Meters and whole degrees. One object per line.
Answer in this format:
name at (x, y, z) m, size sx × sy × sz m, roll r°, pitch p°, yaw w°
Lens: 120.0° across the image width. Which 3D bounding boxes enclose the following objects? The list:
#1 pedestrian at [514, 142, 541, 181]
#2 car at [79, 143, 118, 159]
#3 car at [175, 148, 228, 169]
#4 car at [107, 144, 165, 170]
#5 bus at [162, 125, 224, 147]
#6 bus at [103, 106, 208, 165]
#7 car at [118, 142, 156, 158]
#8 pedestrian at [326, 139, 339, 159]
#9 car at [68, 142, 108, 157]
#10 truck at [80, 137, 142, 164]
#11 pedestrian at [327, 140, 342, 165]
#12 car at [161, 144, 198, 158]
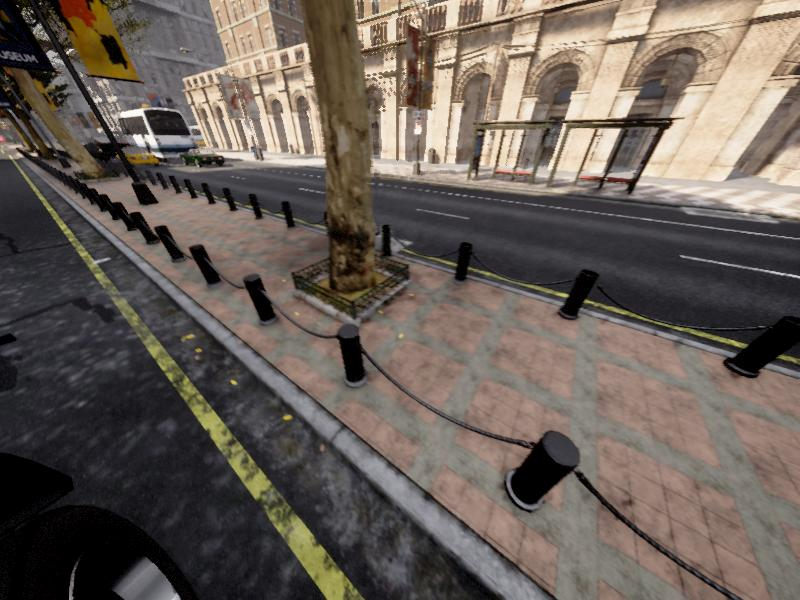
pedestrian at (7.413, -8.071, 13.495) m, size 0.751 × 1.860 × 0.751 m, roll 22°, pitch 41°, yaw 28°
car at (-35.308, -17.485, 27.046) m, size 3.633 × 1.501 × 1.845 m, roll 22°, pitch 41°, yaw 28°
car at (-17.730, -12.692, 20.615) m, size 4.718 × 1.301 × 1.895 m, roll 22°, pitch 41°, yaw 28°
car at (-22.836, -12.427, 19.946) m, size 5.366 × 1.575 × 1.801 m, roll 22°, pitch 41°, yaw 28°
bus at (-52.462, -41.907, 59.155) m, size 3.944 × 4.253 × 10.273 m, roll 22°, pitch 40°, yaw 28°
bus at (-25.336, -16.908, 23.958) m, size 10.273 × 4.253 × 3.944 m, roll 22°, pitch 41°, yaw 28°
car at (-33.772, -19.306, 29.673) m, size 4.892 × 1.490 × 1.837 m, roll 22°, pitch 41°, yaw 28°
pedestrian at (-7.490, -16.740, 25.649) m, size 0.751 × 1.860 × 0.751 m, roll 26°, pitch 42°, yaw 31°
car at (-40.667, -19.658, 30.095) m, size 4.902 × 1.511 × 2.128 m, roll 22°, pitch 41°, yaw 28°
truck at (-29.472, -15.340, 23.566) m, size 6.274 × 2.098 × 2.390 m, roll 22°, pitch 41°, yaw 28°
pedestrian at (-5.870, -13.332, 20.833) m, size 0.751 × 1.860 × 0.751 m, roll 17°, pitch 38°, yaw 22°
car at (-28.784, -19.483, 30.131) m, size 4.718 × 1.301 × 1.895 m, roll 22°, pitch 41°, yaw 28°
